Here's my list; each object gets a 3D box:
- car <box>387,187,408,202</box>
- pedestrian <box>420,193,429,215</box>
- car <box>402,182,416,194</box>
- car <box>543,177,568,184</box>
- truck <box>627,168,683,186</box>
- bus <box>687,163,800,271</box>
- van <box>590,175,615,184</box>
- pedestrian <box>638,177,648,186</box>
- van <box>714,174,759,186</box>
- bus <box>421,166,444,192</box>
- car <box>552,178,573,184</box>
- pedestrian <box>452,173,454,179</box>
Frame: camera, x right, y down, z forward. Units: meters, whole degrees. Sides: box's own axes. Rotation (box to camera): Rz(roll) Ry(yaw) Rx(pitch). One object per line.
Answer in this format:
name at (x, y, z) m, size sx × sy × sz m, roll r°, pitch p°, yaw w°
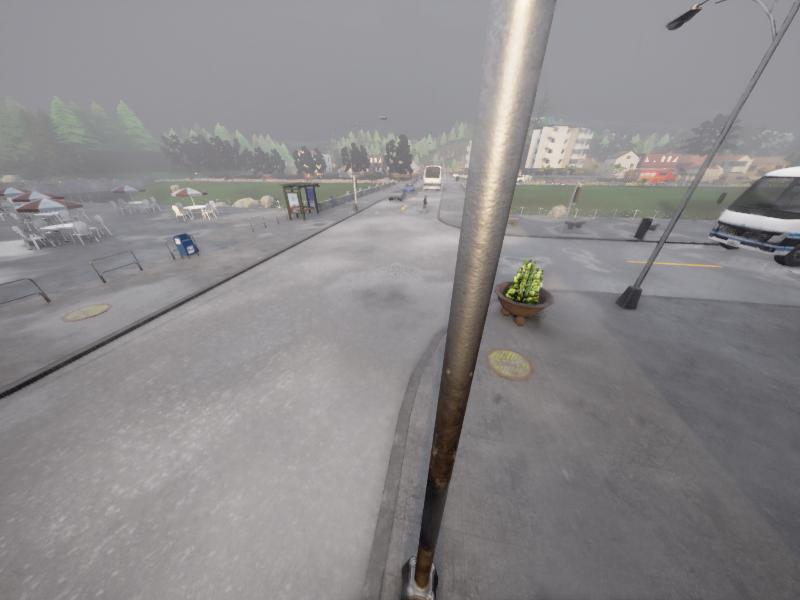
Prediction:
car at (-0.263, -14.968, 32.743) m, size 2.033 × 1.411 × 5.357 m, roll 5°, pitch 30°, yaw 9°
pedestrian at (2.400, -9.257, 22.337) m, size 0.751 × 1.860 × 0.751 m, roll 3°, pitch 30°, yaw 5°
car at (1.721, -20.653, 42.531) m, size 2.007 × 1.525 × 4.514 m, roll 5°, pitch 30°, yaw 9°
car at (44.067, -34.137, 65.699) m, size 5.238 × 1.638 × 1.930 m, roll 5°, pitch 30°, yaw 9°
truck at (64.289, -31.265, 58.533) m, size 8.468 × 3.827 × 2.891 m, roll 5°, pitch 30°, yaw 9°
bus at (22.169, -3.804, 10.550) m, size 10.273 × 4.253 × 3.944 m, roll 5°, pitch 30°, yaw 8°
van at (55.945, -33.238, 63.794) m, size 4.442 × 1.987 × 1.775 m, roll 5°, pitch 30°, yaw 9°
pedestrian at (58.258, -28.409, 55.301) m, size 0.751 × 1.860 × 0.751 m, roll 4°, pitch 30°, yaw 7°
van at (81.678, -29.187, 56.184) m, size 5.915 × 2.561 × 1.988 m, roll 5°, pitch 30°, yaw 9°
bus at (6.842, -25.226, 47.645) m, size 3.944 × 4.253 × 10.273 m, roll 5°, pitch 30°, yaw 9°
car at (43.770, -32.025, 62.289) m, size 4.181 × 1.385 × 1.994 m, roll 5°, pitch 30°, yaw 9°
pedestrian at (20.506, -48.028, 89.281) m, size 0.751 × 1.860 × 0.751 m, roll 1°, pitch 30°, yaw 2°
